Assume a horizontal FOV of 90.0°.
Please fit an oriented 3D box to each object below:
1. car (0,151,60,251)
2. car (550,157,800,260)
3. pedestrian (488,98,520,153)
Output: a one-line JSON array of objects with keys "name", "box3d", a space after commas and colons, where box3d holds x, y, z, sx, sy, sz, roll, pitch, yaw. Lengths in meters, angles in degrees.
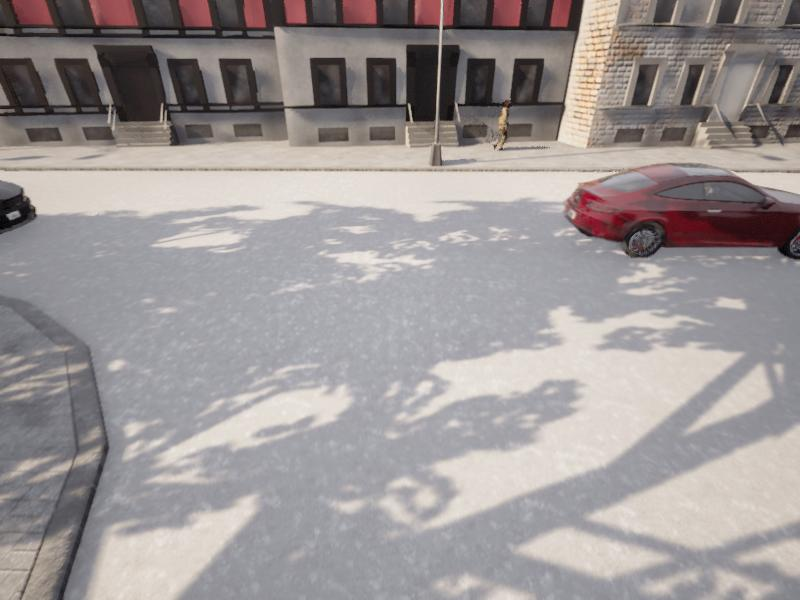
[{"name": "car", "box3d": [-10.110, -1.929, 7.769, 5.008, 1.535, 1.882, 1, 30, 0]}, {"name": "car", "box3d": [5.633, -1.804, 7.650, 4.674, 1.442, 1.812, 0, 30, 1]}, {"name": "pedestrian", "box3d": [3.948, -6.708, 15.366, 0.751, 1.860, 0.751, -4, 31, -6]}]
